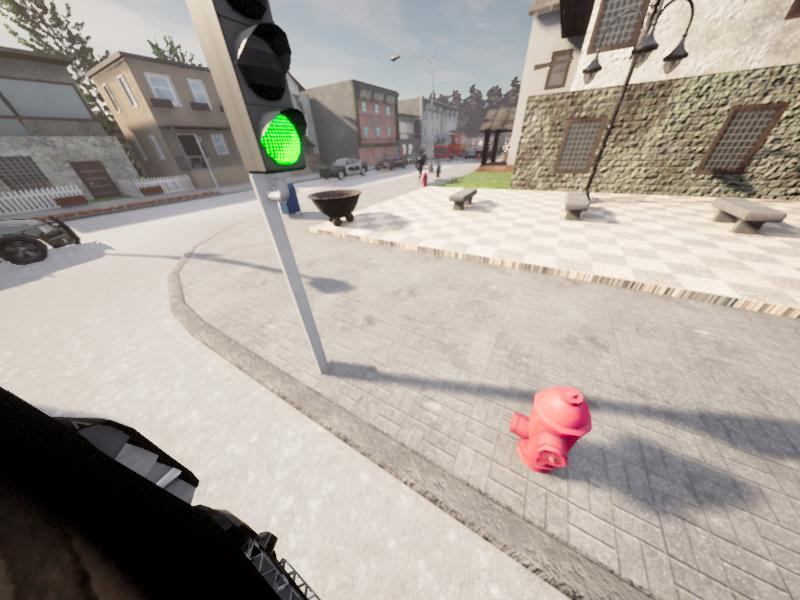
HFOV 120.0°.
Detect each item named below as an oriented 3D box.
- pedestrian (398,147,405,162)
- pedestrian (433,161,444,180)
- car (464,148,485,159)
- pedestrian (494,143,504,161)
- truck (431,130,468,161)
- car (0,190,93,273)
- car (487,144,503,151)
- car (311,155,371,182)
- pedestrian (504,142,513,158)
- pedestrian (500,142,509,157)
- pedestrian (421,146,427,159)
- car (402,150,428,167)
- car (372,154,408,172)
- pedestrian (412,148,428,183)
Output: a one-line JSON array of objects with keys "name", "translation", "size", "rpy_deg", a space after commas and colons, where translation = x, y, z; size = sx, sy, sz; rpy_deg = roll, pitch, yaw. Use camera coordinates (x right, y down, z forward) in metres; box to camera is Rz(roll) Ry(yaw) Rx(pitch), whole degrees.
[{"name": "pedestrian", "translation": [0.241, -22.451, 35.692], "size": [0.751, 1.860, 0.751], "rpy_deg": [18, 39, 28]}, {"name": "pedestrian", "translation": [2.646, -8.877, 15.809], "size": [0.500, 1.100, 0.500], "rpy_deg": [16, 38, 26]}, {"name": "car", "translation": [12.049, -23.679, 37.349], "size": [1.994, 1.385, 4.181], "rpy_deg": [16, 38, 26]}, {"name": "pedestrian", "translation": [12.504, -18.742, 29.230], "size": [0.751, 1.860, 0.751], "rpy_deg": [16, 38, 26]}, {"name": "truck", "translation": [8.328, -25.495, 38.130], "size": [2.891, 3.827, 8.468], "rpy_deg": [16, 38, 26]}, {"name": "car", "translation": [-11.100, -1.098, 4.991], "size": [2.038, 1.542, 4.974], "rpy_deg": [16, 38, 26]}, {"name": "car", "translation": [26.972, -43.488, 65.901], "size": [2.163, 1.488, 4.792], "rpy_deg": [-5, 34, -3]}, {"name": "car", "translation": [-4.927, -11.676, 20.321], "size": [1.930, 1.638, 5.238], "rpy_deg": [16, 38, 25]}, {"name": "pedestrian", "translation": [15.998, -22.131, 34.063], "size": [0.751, 1.860, 0.751], "rpy_deg": [16, 38, 26]}, {"name": "pedestrian", "translation": [15.678, -22.474, 34.602], "size": [0.751, 1.860, 0.751], "rpy_deg": [20, 40, 30]}, {"name": "pedestrian", "translation": [4.243, -26.560, 41.569], "size": [0.751, 1.860, 0.751], "rpy_deg": [-25, 40, -30]}, {"name": "car", "translation": [2.012, -18.328, 29.871], "size": [1.789, 1.549, 3.705], "rpy_deg": [16, 39, 26]}, {"name": "car", "translation": [-1.027, -15.288, 25.707], "size": [1.994, 1.385, 4.181], "rpy_deg": [16, 38, 26]}, {"name": "pedestrian", "translation": [1.285, -8.574, 14.768], "size": [0.751, 1.860, 0.751], "rpy_deg": [16, 38, 25]}]
